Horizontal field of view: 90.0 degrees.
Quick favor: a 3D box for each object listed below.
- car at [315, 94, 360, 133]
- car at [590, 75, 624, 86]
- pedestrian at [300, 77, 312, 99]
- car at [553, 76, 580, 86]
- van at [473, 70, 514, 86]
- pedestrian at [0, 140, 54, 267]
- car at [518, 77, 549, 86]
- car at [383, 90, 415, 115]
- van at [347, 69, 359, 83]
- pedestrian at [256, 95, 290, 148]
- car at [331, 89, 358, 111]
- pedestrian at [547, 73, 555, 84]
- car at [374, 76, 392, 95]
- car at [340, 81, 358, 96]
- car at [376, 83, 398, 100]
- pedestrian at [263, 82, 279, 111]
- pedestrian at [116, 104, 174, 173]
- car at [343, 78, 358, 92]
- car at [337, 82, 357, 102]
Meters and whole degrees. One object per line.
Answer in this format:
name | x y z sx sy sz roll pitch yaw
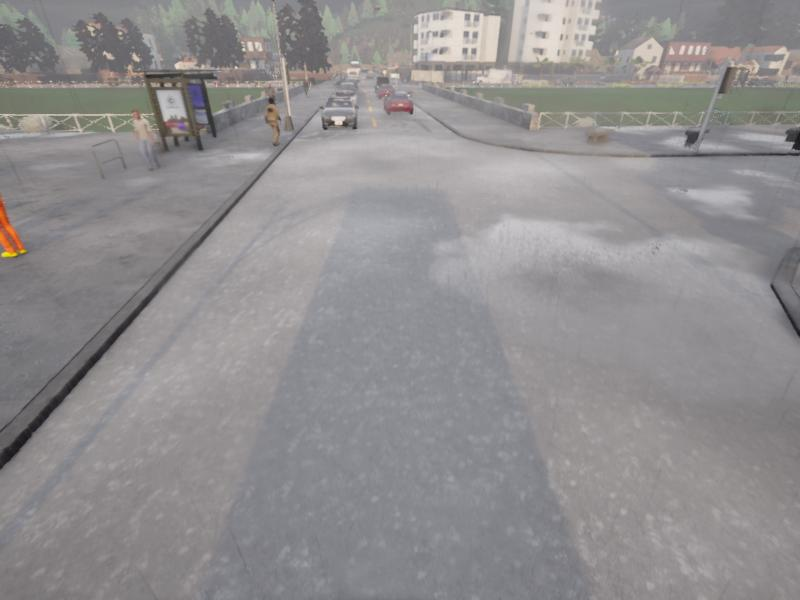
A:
car | -3.362 -10.538 22.455 2.128 1.511 4.902 -2 31 -4
car | 37.362 -39.679 72.394 4.856 1.649 2.033 -2 30 -5
pedestrian | -9.331 -21.039 39.735 0.751 1.860 0.751 4 31 6
car | 29.827 -39.298 71.835 3.806 1.475 1.970 -2 30 -4
van | 16.434 -39.153 70.543 6.366 2.431 2.351 -2 30 -4
pedestrian | -6.744 -1.605 6.583 0.751 1.860 0.751 12 32 20
car | 23.812 -38.971 71.409 4.718 1.301 1.895 -2 30 -4
car | -0.152 -14.833 29.952 1.994 1.385 4.181 -2 30 -5
van | -9.825 -47.175 84.036 2.351 2.431 6.366 -2 30 -5
pedestrian | -5.071 -7.166 16.089 0.751 1.860 0.751 7 31 11
car | -4.435 -16.293 32.485 1.895 1.301 4.718 -2 30 -5
pedestrian | 28.675 -42.071 75.925 0.751 1.860 0.751 -4 31 -7
car | -2.092 -25.990 48.465 1.905 1.878 3.866 -2 30 -5
car | -6.066 -25.432 47.974 2.033 1.411 5.357 -3 30 -5
car | -1.438 -22.167 42.461 1.994 1.385 4.181 -3 31 -6
pedestrian | -9.381 -14.811 29.104 0.751 1.860 0.751 -2 30 -4
pedestrian | -7.797 -4.970 12.319 0.751 1.860 0.751 2 30 3
car | -6.766 -29.557 54.909 1.837 1.490 4.892 -2 31 -4
car | -5.273 -21.106 40.497 1.837 1.490 4.892 -2 30 -5
